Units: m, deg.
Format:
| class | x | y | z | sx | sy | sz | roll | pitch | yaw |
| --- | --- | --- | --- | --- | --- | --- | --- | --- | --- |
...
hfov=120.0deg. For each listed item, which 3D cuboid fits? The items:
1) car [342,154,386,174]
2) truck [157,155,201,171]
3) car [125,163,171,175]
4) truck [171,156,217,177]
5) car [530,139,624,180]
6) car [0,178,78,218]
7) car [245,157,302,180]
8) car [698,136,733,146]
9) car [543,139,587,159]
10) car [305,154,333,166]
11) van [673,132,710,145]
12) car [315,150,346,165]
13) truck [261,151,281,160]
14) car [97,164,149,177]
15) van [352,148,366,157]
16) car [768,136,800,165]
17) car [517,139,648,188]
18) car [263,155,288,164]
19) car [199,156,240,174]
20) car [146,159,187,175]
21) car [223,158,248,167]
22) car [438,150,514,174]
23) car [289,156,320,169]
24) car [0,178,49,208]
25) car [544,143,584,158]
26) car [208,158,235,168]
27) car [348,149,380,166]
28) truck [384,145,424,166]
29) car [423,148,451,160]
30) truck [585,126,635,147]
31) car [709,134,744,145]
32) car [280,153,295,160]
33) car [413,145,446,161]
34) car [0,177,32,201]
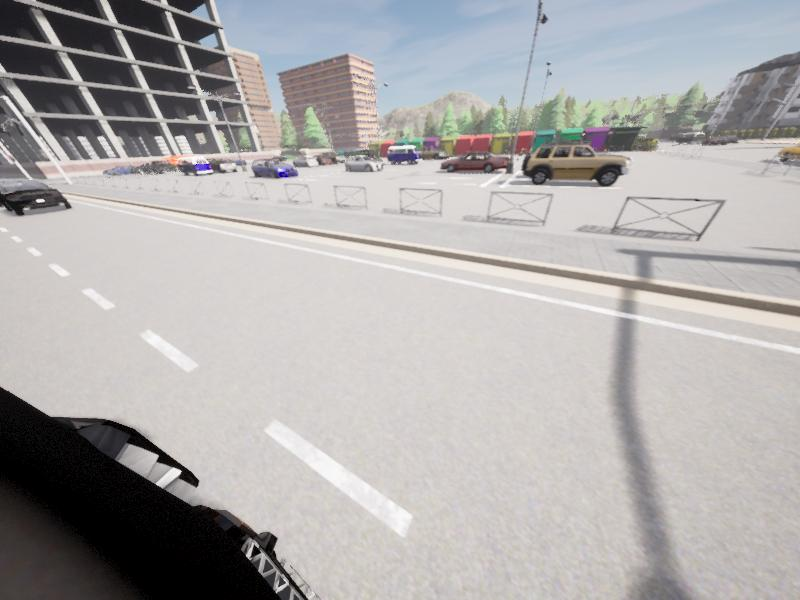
| class | x | y | z | sx | sy | sz | roll | pitch | yaw |
| --- | --- | --- | --- | --- | --- | --- | --- | --- | --- |
| car | -3.647 | -13.732 | 23.331 | 3.806 | 1.475 | 1.970 | 15 | 38 | 25 |
| truck | -43.448 | -27.029 | 45.551 | 2.627 | 2.467 | 5.204 | 15 | 38 | 25 |
| car | -43.346 | -22.683 | 39.894 | 1.837 | 1.490 | 4.892 | 15 | 38 | 25 |
| truck | -25.146 | -16.336 | 28.270 | 4.478 | 2.038 | 2.069 | 15 | 38 | 25 |
| car | 10.258 | -8.390 | 13.813 | 3.866 | 1.878 | 1.905 | 15 | 38 | 25 |
| car | -20.797 | -5.852 | 12.938 | 5.008 | 1.535 | 1.882 | 15 | 38 | 25 |
| car | -12.005 | -12.518 | 22.011 | 4.611 | 1.667 | 2.242 | 15 | 38 | 25 |
| car | 53.884 | -27.194 | 39.570 | 1.895 | 1.301 | 4.718 | 16 | 38 | 26 |
| car | 19.792 | -18.221 | 27.869 | 3.866 | 1.878 | 1.905 | 15 | 38 | 25 |
| car | -12.595 | -21.713 | 35.953 | 3.905 | 1.438 | 1.784 | 15 | 38 | 25 |
| van | 58.585 | -32.547 | 46.599 | 2.069 | 2.038 | 4.480 | 5 | 34 | 12 |
| car | -11.340 | -23.243 | 37.778 | 4.605 | 1.855 | 1.932 | 15 | 38 | 25 |
| truck | -46.570 | -52.299 | 83.597 | 2.615 | 2.467 | 5.204 | 15 | 38 | 25 |
| car | -47.492 | -22.346 | 39.779 | 2.033 | 1.411 | 5.357 | 15 | 38 | 25 |
| van | -12.897 | -46.640 | 73.113 | 2.069 | 2.038 | 4.480 | 15 | 38 | 25 |
| car | 28.126 | -9.941 | 15.333 | 1.801 | 1.575 | 5.366 | 16 | 38 | 26 |
| car | 8.800 | -6.957 | 11.763 | 4.605 | 1.855 | 1.932 | 15 | 38 | 25 |
| car | -31.196 | -35.380 | 58.022 | 1.882 | 1.535 | 5.008 | 15 | 38 | 25 |
| car | -23.792 | -17.723 | 30.424 | 4.605 | 1.855 | 1.932 | 15 | 38 | 25 |
| car | -37.179 | -21.241 | 36.898 | 1.905 | 1.878 | 3.866 | 15 | 38 | 25 |
| car | -36.067 | -30.233 | 50.785 | 1.970 | 1.475 | 3.806 | 15 | 38 | 25 |
| car | 5.975 | -11.100 | 18.632 | 5.357 | 1.415 | 2.033 | 15 | 38 | 25 |
| car | -14.006 | -20.238 | 33.900 | 3.806 | 1.475 | 1.970 | 15 | 38 | 25 |
| car | -26.458 | -7.351 | 15.706 | 4.674 | 1.442 | 1.812 | 15 | 38 | 25 |
| car | 21.223 | -19.468 | 30.068 | 3.806 | 1.475 | 1.970 | 15 | 38 | 25 |
| car | -39.632 | -30.576 | 51.487 | 1.816 | 1.474 | 4.193 | 15 | 38 | 25 |
| car | -5.022 | -19.808 | 32.138 | 3.866 | 1.878 | 1.905 | 15 | 38 | 25 |
| truck | 0.542 | -18.364 | 29.369 | 4.478 | 2.038 | 2.069 | 15 | 38 | 25 |
| car | 5.978 | -23.671 | 37.487 | 3.905 | 1.438 | 1.784 | 15 | 38 | 25 |
| truck | 53.279 | -41.608 | 59.000 | 8.468 | 3.827 | 2.891 | 16 | 38 | 26 |
| car | 60.462 | -29.817 | 42.918 | 2.033 | 1.411 | 5.357 | 16 | 38 | 26 |
| car | -38.503 | -49.351 | 79.332 | 1.851 | 1.617 | 3.988 | 15 | 38 | 25 |
| car | 4.501 | -22.411 | 35.325 | 4.605 | 1.855 | 1.932 | 15 | 38 | 25 |
| car | -32.800 | -9.061 | 18.804 | 5.357 | 1.411 | 2.033 | 15 | 38 | 25 |
